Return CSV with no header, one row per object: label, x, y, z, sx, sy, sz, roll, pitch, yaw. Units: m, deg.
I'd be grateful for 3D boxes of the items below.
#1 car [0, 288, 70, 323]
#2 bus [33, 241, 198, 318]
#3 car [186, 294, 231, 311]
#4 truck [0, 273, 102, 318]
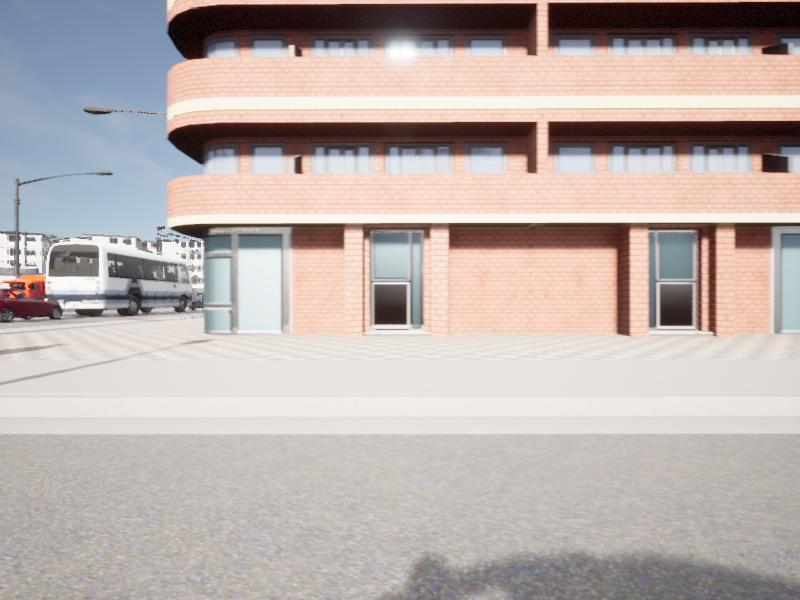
car,-17.864,0.238,18.724,1.845,1.501,3.633,0,0,-1
bus,-18.168,-1.123,27.026,3.944,4.253,10.273,0,0,-1
car,-18.099,0.238,38.054,2.038,1.542,4.974,0,0,-2
truck,-21.471,-0.230,24.501,2.627,2.467,5.204,0,0,-1
